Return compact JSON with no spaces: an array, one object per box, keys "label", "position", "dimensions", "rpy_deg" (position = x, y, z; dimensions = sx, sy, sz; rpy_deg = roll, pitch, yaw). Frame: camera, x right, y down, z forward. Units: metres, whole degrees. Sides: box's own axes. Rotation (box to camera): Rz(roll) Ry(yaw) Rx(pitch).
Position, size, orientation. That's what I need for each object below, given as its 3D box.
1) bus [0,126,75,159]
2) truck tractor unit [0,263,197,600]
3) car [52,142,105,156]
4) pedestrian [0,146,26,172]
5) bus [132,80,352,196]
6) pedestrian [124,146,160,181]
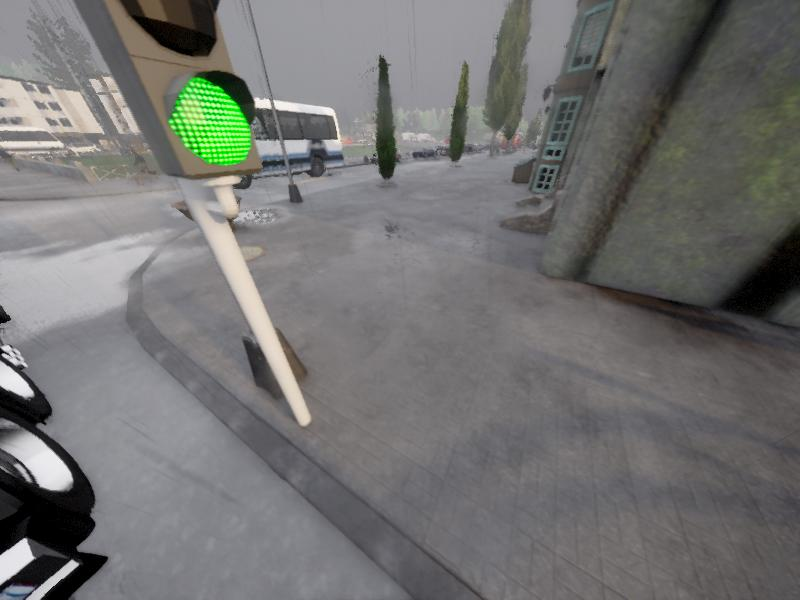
[{"label":"bus","position":[-63.459,-25.945,38.058],"dimensions":[3.944,4.253,10.273],"rpy_deg":[18,39,24]},{"label":"truck tractor unit","position":[-5.109,-0.303,0.780],"dimensions":[6.516,4.208,3.053],"rpy_deg":[18,39,24]},{"label":"car","position":[-63.110,-29.794,45.525],"dimensions":[2.150,2.045,5.566],"rpy_deg":[18,39,24]},{"label":"pedestrian","position":[-33.822,-12.189,19.932],"dimensions":[0.751,1.860,0.751],"rpy_deg":[19,39,25]},{"label":"bus","position":[-8.182,-10.050,14.778],"dimensions":[3.944,4.253,10.273],"rpy_deg":[18,39,24]},{"label":"pedestrian","position":[-16.951,-8.974,15.199],"dimensions":[0.751,1.860,0.751],"rpy_deg":[23,41,29]}]
